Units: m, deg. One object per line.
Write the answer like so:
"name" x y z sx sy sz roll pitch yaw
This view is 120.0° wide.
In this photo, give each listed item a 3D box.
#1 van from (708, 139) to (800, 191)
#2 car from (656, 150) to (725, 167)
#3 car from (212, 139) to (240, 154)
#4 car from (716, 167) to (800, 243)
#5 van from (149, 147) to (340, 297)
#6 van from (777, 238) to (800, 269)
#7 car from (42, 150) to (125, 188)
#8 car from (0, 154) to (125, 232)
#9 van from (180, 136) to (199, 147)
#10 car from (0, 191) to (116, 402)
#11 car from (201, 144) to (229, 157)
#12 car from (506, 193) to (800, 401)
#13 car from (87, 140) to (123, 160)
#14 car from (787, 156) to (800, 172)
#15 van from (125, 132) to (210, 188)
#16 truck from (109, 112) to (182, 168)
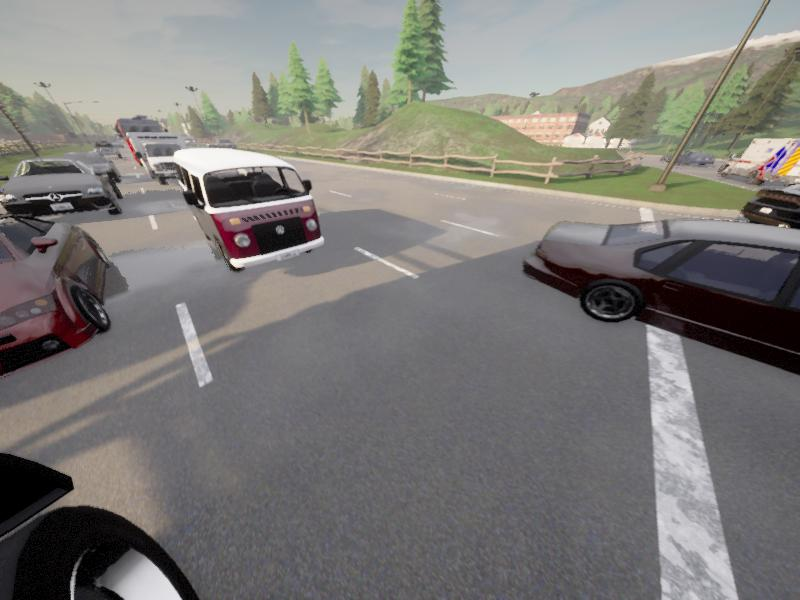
"van" 24.009 -8.867 14.836 2.351 2.431 6.366 17 38 22
"car" 33.095 -16.396 26.634 2.033 1.411 5.357 6 35 7
"car" -29.845 -26.446 39.651 2.150 2.045 5.566 -29 44 -35
"car" 13.341 -2.581 6.387 5.238 1.638 1.930 5 36 7
"van" -3.637 -2.227 5.315 2.069 2.038 4.480 -29 44 -35
"van" 11.410 -0.934 3.221 5.915 2.561 1.988 10 36 13
"car" -18.442 -7.923 13.772 2.163 1.488 4.792 -29 44 -35
"car" -11.885 -4.079 8.229 2.152 1.651 5.027 -29 44 -35
"van" -56.337 -42.371 61.775 2.351 2.431 6.366 -29 44 -35
"car" -5.756 -0.295 3.110 1.994 1.385 4.181 -29 45 -35
"car" -26.051 -21.076 32.511 1.970 1.475 3.806 -29 44 -35
"car" 4.614 -0.115 2.962 5.357 1.411 2.033 27 43 33
"car" -34.943 -17.908 27.512 1.932 1.855 4.605 -29 44 -35
"car" 37.824 -11.669 19.825 2.128 1.511 4.902 12 37 16
"van" -14.305 -8.702 14.113 2.351 2.431 6.366 -29 44 -35
"truck" -24.682 -15.477 22.455 2.891 3.827 8.468 -29 45 -35
